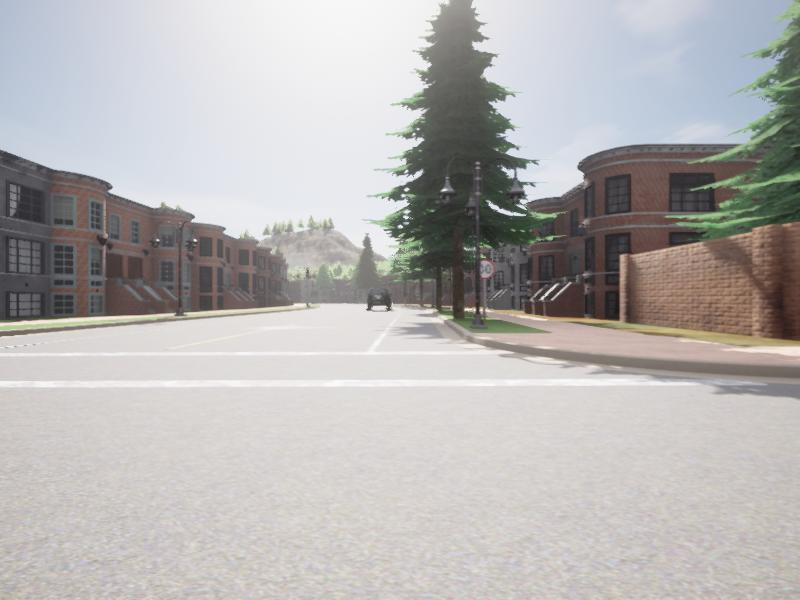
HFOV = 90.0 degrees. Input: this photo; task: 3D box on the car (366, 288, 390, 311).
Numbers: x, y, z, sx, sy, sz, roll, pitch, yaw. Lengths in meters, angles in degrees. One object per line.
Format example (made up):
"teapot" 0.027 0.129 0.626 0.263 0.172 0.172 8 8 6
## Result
"car" -2.027 -0.069 38.561 2.150 2.045 5.566 0 0 -2
